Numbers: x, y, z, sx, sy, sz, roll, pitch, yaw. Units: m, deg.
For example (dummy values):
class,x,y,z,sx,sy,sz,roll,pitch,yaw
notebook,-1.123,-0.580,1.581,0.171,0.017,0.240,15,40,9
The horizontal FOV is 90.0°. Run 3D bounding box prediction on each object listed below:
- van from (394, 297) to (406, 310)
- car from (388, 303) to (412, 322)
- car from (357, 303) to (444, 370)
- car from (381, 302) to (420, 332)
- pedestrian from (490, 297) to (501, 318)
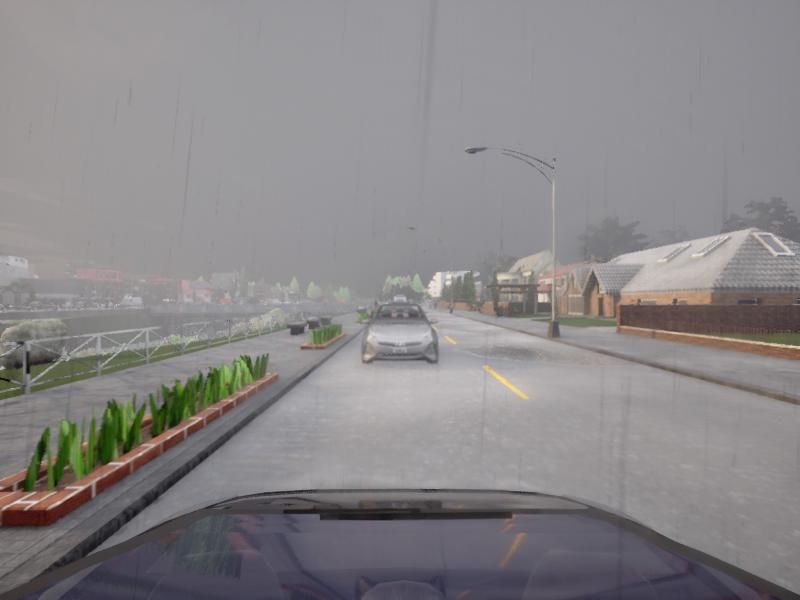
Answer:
class,x,y,z,sx,sy,sz,roll,pitch,yaw
van,0.016,0.586,78.552,2.351,2.431,6.366,0,0,0
car,0.008,0.942,31.928,1.816,1.474,4.193,0,0,0
car,0.004,0.862,11.471,2.007,1.525,4.514,0,0,0
car,0.005,0.892,22.822,2.007,1.525,4.514,0,0,0
pedestrian,8.602,0.632,35.993,0.751,1.860,0.751,0,0,-11
